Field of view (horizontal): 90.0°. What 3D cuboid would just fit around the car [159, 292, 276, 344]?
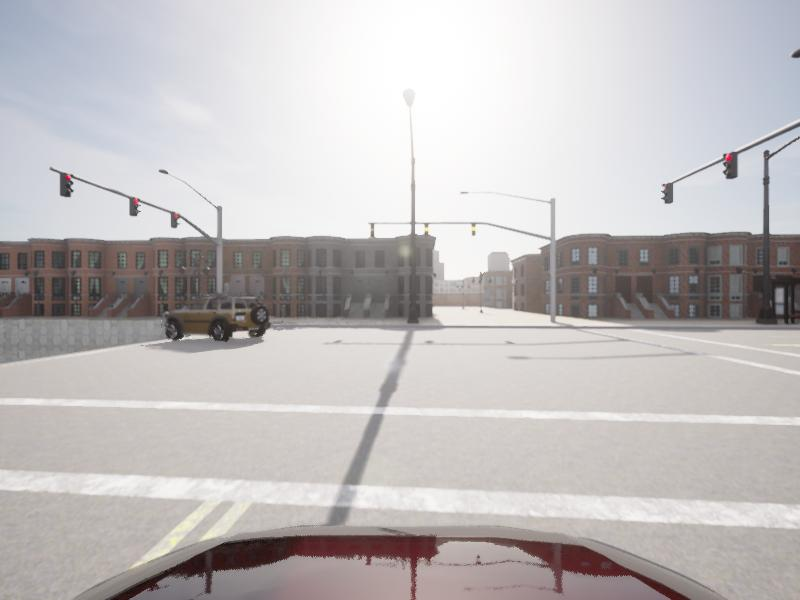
[{"bbox_3d":[-7.517,0.691,16.386,4.605,1.855,1.932,-1,-1,28],"label":"car"}]
